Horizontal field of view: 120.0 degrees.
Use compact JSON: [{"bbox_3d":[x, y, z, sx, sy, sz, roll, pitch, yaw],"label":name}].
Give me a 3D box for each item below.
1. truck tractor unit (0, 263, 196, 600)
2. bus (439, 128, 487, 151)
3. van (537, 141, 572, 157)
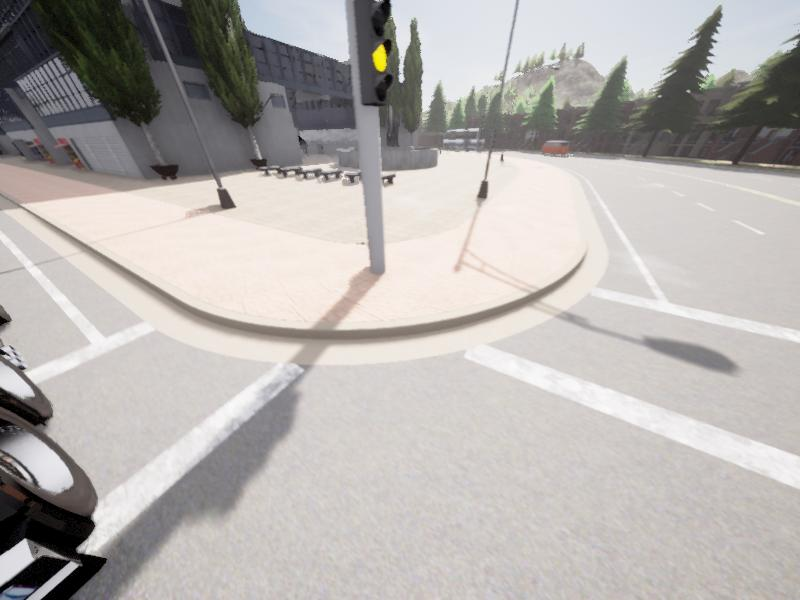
[{"bbox_3d":[-5.109,-0.302,0.790,6.516,4.208,3.053,18,39,24],"label":"truck tractor unit"},{"bbox_3d":[15.165,-39.092,56.346,10.273,4.253,3.944,29,44,35],"label":"bus"},{"bbox_3d":[23.978,-23.681,36.090,1.775,1.987,4.442,-6,35,-8],"label":"van"}]
